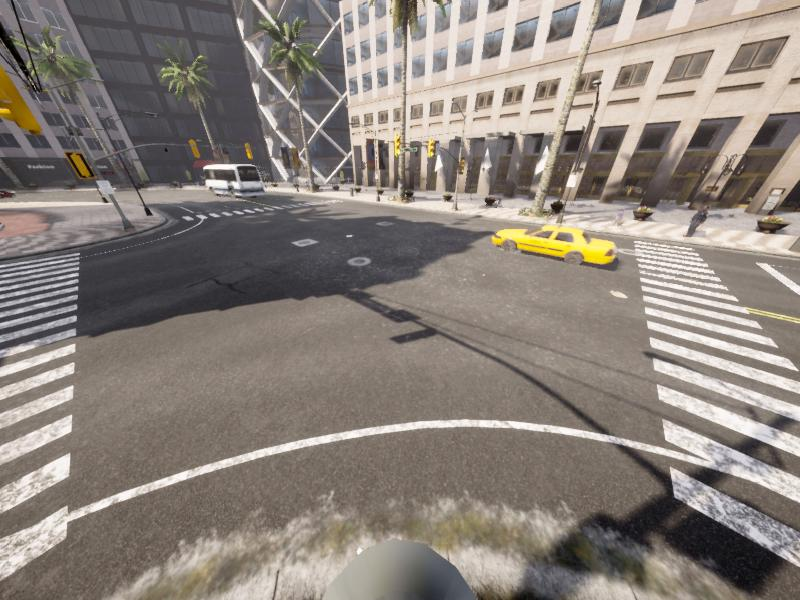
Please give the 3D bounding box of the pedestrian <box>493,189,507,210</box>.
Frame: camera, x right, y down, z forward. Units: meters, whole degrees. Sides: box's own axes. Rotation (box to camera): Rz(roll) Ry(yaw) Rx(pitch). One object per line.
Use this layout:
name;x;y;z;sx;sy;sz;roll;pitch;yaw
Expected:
pedestrian;10.139;-10.160;23.389;0.751;1.860;0.751;22;37;33

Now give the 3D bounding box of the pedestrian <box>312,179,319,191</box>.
pedestrian;-15.322;-20.838;41.884;0.751;1.860;0.751;-5;30;-9

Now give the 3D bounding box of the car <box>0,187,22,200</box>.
car;-58.131;-14.931;32.386;4.792;1.488;2.163;-13;33;-22

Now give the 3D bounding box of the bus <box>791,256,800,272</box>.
bus;20.464;-0.893;5.312;10.273;4.253;3.944;24;38;34

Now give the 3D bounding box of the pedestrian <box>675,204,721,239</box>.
pedestrian;17.978;-4.726;13.979;0.751;1.860;0.751;-5;30;-9

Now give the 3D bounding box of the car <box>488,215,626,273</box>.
car;7.592;-3.073;11.748;5.366;1.575;1.801;23;37;34

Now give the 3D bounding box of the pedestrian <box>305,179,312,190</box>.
pedestrian;-17.061;-21.535;43.092;0.751;1.860;0.751;19;35;29

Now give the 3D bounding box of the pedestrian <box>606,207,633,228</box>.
pedestrian;15.801;-5.958;16.671;0.751;1.300;0.751;4;30;7

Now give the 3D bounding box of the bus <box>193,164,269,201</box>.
bus;-24.630;-17.327;33.764;10.273;4.253;3.944;17;33;27
